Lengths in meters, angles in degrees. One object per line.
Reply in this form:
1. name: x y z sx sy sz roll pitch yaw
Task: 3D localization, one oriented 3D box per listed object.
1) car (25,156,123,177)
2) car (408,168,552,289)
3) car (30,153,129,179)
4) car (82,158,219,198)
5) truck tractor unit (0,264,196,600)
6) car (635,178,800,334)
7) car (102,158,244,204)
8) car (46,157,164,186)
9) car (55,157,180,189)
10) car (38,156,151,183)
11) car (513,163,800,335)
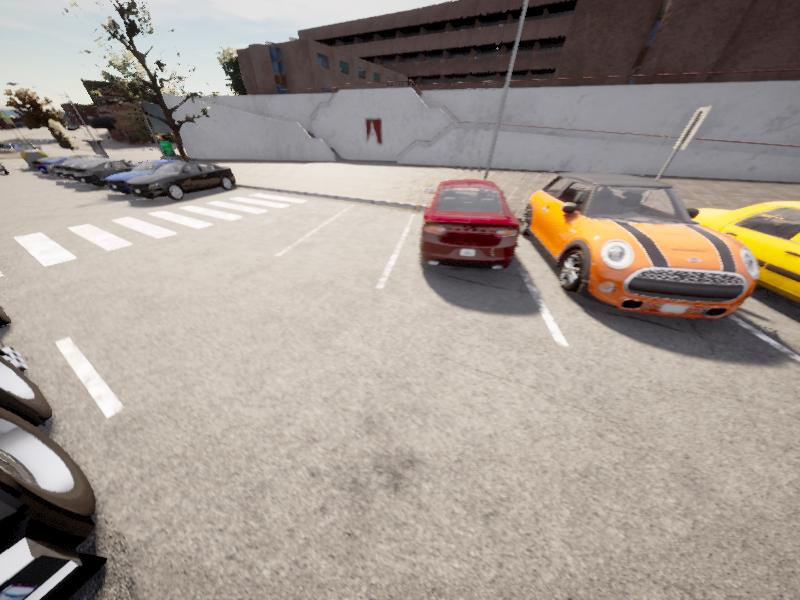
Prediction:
1. car: -31.426 -13.121 22.571 2.097 1.535 5.008 7 34 12
2. car: 1.615 -2.326 5.988 2.097 1.535 5.008 5 35 8
3. car: -28.945 -12.372 21.168 2.185 1.767 4.553 7 34 11
4. car: -13.817 -7.260 13.442 2.097 1.535 5.008 6 34 9
5. truck tractor unit: -5.117 -0.292 0.793 6.516 4.208 3.053 18 39 24
6. car: 6.747 -0.546 3.381 1.946 1.575 5.366 6 35 8
7. car: -11.255 -6.451 12.195 2.097 1.535 5.008 6 34 9
8. car: -21.456 -9.701 17.237 2.231 1.521 4.892 6 34 10
9. car: -18.923 -8.874 15.951 2.231 1.521 4.892 6 34 10
10. car: -23.973 -10.538 18.542 2.231 1.521 4.892 6 34 11
11. car: 4.205 -1.612 4.718 2.185 1.767 4.553 6 35 8
